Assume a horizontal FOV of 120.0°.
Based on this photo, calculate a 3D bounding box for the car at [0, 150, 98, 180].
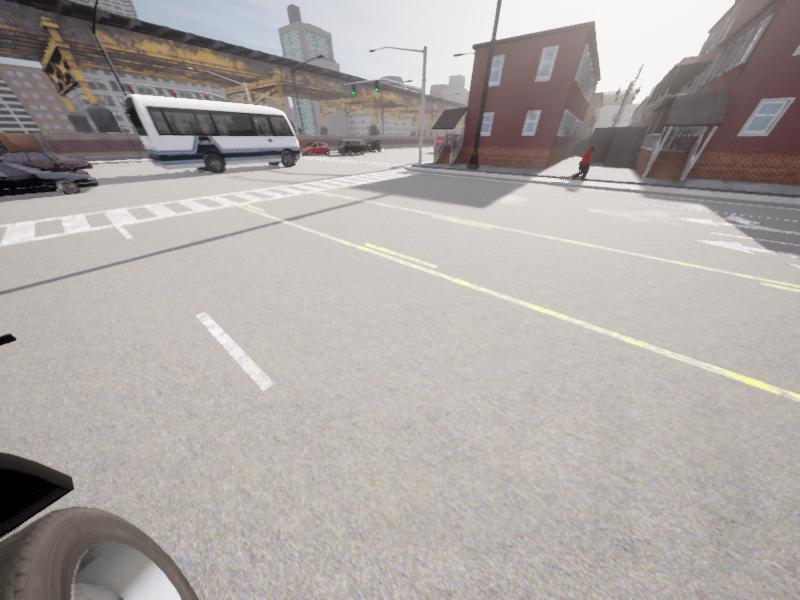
[{"bbox_3d":[-24.787,-9.126,15.479,2.033,1.411,5.357,24,42,30],"label":"car"}]

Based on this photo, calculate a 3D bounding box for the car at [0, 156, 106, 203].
[{"bbox_3d":[-16.949,-5.048,9.746,2.033,1.411,5.357,24,42,30],"label":"car"}]

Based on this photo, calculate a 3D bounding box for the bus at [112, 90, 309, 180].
[{"bbox_3d":[-13.107,-12.462,17.819,3.944,4.253,10.273,24,42,30],"label":"bus"}]

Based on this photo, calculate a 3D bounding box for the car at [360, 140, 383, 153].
[{"bbox_3d":[-4.969,-27.283,40.962,1.905,1.878,3.866,24,42,30],"label":"car"}]

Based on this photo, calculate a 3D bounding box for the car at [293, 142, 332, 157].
[{"bbox_3d":[-12.430,-21.669,33.130,2.242,1.667,4.611,24,42,30],"label":"car"}]

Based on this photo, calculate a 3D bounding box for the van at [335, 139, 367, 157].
[{"bbox_3d":[-7.128,-22.432,33.976,1.775,1.987,4.442,24,42,30],"label":"van"}]

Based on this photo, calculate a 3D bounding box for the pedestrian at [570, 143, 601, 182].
[{"bbox_3d":[10.607,-7.865,13.234,0.751,1.860,0.751,23,41,29],"label":"pedestrian"}]

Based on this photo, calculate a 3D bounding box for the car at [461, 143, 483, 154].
[{"bbox_3d":[12.825,-27.076,41.251,1.994,1.385,4.181,25,42,31],"label":"car"}]

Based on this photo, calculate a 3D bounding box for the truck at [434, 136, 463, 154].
[{"bbox_3d":[8.678,-27.732,41.211,2.627,2.467,5.204,24,42,30],"label":"truck"}]

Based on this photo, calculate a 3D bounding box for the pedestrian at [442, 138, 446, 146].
[{"bbox_3d":[12.955,-46.582,68.210,0.751,1.860,0.751,13,37,18],"label":"pedestrian"}]

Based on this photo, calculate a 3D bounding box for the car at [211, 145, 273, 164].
[{"bbox_3d":[-16.398,-15.370,24.318,1.837,1.490,4.892,24,41,30],"label":"car"}]

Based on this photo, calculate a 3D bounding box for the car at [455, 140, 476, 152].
[{"bbox_3d":[13.106,-30.775,46.061,1.932,1.855,4.605,24,42,30],"label":"car"}]
